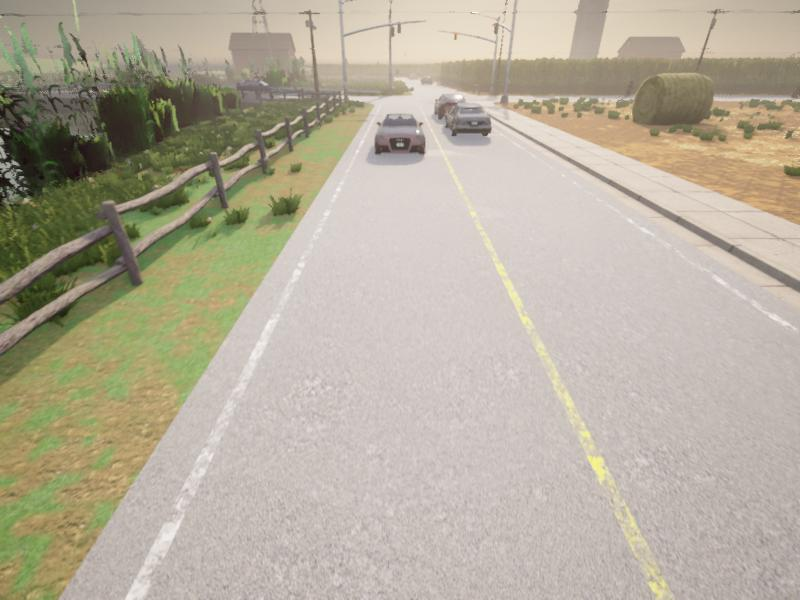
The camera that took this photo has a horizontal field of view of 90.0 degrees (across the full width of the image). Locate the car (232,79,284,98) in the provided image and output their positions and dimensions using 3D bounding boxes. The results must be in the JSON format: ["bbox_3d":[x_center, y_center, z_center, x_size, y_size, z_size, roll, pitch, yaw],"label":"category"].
[{"bbox_3d":[-14.812,-22.214,41.919,4.674,1.442,1.812,4,30,1],"label":"car"}]

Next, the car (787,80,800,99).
[{"bbox_3d":[45.304,-22.645,43.118,4.553,1.767,2.097,-2,30,-3],"label":"car"}]

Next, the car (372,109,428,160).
[{"bbox_3d":[-0.002,-6.948,16.565,1.994,1.385,4.181,0,30,0],"label":"car"}]

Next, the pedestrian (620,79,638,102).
[{"bbox_3d":[21.676,-19.807,37.830,0.751,1.860,0.751,-2,30,-3],"label":"pedestrian"}]

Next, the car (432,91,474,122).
[{"bbox_3d":[3.492,-13.253,27.255,2.163,1.488,4.792,0,30,0],"label":"car"}]

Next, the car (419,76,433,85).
[{"bbox_3d":[5.189,-43.736,79.532,2.163,1.488,4.792,-1,30,-2],"label":"car"}]

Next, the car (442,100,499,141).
[{"bbox_3d":[3.495,-9.498,20.910,2.033,1.411,5.357,0,30,0],"label":"car"}]
